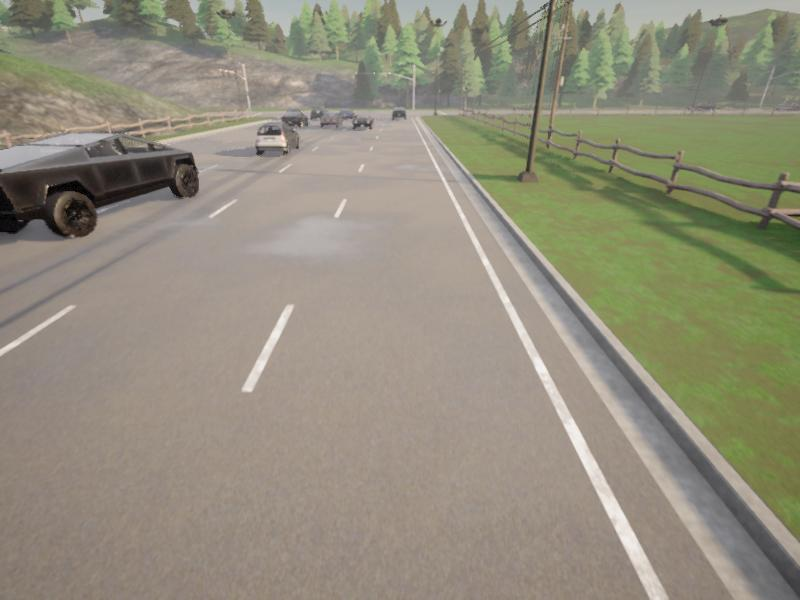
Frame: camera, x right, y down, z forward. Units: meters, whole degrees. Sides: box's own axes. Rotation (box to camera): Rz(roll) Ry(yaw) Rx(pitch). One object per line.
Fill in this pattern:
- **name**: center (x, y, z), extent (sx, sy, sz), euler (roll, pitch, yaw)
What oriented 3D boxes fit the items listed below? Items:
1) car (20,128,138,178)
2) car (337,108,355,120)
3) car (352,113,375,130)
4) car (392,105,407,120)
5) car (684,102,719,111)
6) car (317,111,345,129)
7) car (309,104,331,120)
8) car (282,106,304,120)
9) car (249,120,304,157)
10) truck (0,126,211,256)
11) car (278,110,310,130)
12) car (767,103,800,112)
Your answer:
- **car**: center (-14.024, -6.667, 17.859), extent (1.851, 1.617, 3.988), euler (0, 27, 0)
- **car**: center (-7.207, -24.941, 53.580), extent (1.994, 1.385, 4.181), euler (-1, 27, -2)
- **car**: center (-3.552, -17.702, 39.583), extent (1.895, 1.301, 4.718), euler (0, 27, 0)
- **car**: center (-0.133, -25.288, 53.924), extent (1.930, 1.638, 5.238), euler (0, 27, -1)
- **car**: center (57.653, -36.981, 76.532), extent (4.892, 1.490, 1.837), euler (0, 27, 1)
- **car**: center (-7.053, -18.699, 41.428), extent (2.033, 1.411, 5.357), euler (0, 27, 0)
- **car**: center (-10.726, -25.292, 53.812), extent (2.097, 1.767, 4.553), euler (-1, 27, -2)
- **car**: center (-14.404, -25.227, 53.992), extent (2.007, 1.525, 4.514), euler (-2, 27, -5)
- **car**: center (-7.030, -9.460, 23.253), extent (1.851, 1.617, 3.988), euler (0, 27, 0)
- **truck**: center (-8.307, -3.375, 10.902), extent (2.390, 2.098, 6.274), euler (4, 28, 9)
- **car**: center (-10.553, -18.209, 40.335), extent (1.882, 1.535, 5.008), euler (0, 27, 0)
- **car**: center (70.842, -35.314, 73.302), extent (4.902, 1.511, 2.128), euler (0, 27, 1)
